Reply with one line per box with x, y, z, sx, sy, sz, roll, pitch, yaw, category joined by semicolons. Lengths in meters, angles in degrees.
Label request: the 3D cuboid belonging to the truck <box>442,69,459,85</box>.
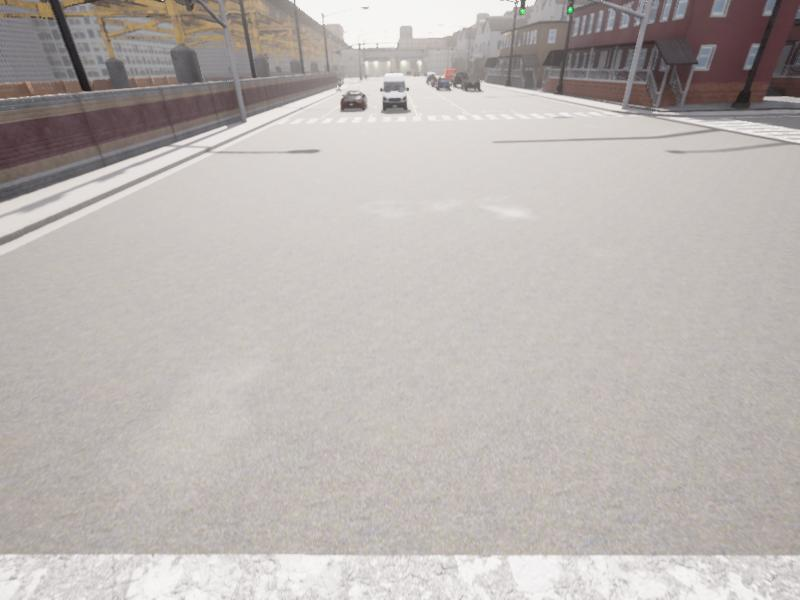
9.564;-42.788;76.627;2.627;2.467;5.204;-1;31;0;truck

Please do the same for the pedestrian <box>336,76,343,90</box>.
-9.402;-33.596;61.891;0.751;1.860;0.751;1;30;3;pedestrian

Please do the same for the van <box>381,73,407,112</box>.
-0.454;-17.569;33.706;1.988;2.561;5.915;-1;30;0;van

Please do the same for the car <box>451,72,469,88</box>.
9.705;-35.841;65.109;2.150;2.045;5.566;-1;30;0;car

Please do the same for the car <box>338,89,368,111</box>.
-3.927;-17.153;34.299;1.994;1.385;4.181;-1;30;1;car

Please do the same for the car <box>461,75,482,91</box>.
9.817;-30.123;55.543;2.097;1.767;4.553;-2;30;0;car

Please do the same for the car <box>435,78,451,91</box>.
6.286;-31.709;58.766;1.812;1.442;4.674;-1;30;0;car

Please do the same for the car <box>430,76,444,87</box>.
6.198;-36.885;67.487;1.851;1.617;3.988;-1;30;0;car
